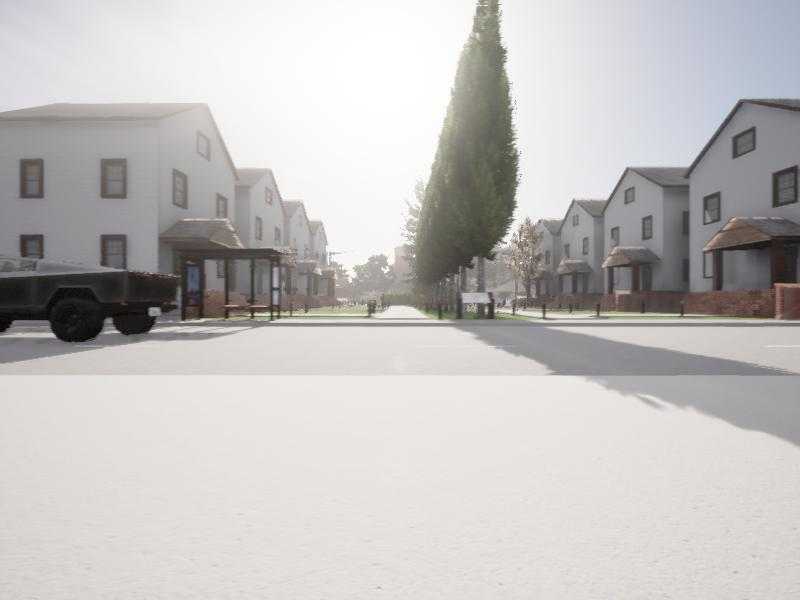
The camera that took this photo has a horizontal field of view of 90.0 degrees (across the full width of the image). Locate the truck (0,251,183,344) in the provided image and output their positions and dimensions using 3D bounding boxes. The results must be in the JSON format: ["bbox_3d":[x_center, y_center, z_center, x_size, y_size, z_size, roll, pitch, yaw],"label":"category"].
[{"bbox_3d":[-9.346,-0.061,10.252,6.274,2.098,2.390,0,0,1],"label":"truck"}]
